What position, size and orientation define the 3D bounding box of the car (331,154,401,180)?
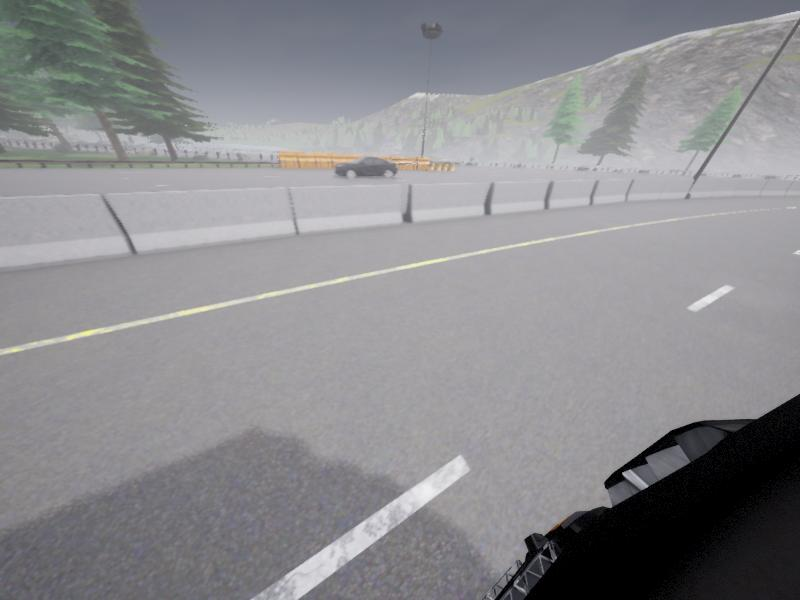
[{"bbox_3d":[-2.575,-10.484,18.234,5.008,1.535,1.882,-14,36,-23],"label":"car"}]
